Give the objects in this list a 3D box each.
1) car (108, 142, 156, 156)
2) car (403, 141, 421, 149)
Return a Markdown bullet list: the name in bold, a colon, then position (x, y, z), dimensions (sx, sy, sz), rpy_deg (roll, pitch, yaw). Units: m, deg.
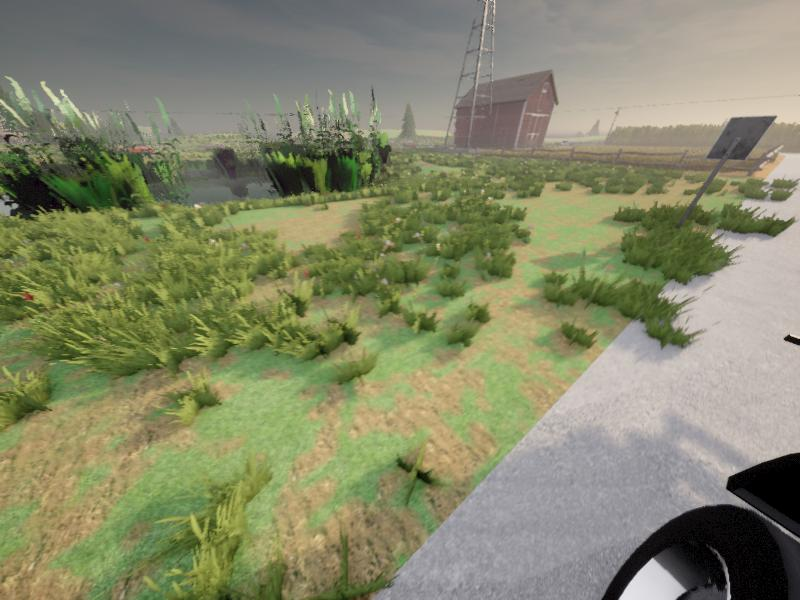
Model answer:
- **car**: position (-44.448, -25.257, 38.533), dimensions (4.553, 1.767, 2.097), rpy_deg (-18, 39, -23)
- **car**: position (2.942, -38.446, 57.196), dimensions (3.806, 1.475, 1.970), rpy_deg (-18, 39, -23)
